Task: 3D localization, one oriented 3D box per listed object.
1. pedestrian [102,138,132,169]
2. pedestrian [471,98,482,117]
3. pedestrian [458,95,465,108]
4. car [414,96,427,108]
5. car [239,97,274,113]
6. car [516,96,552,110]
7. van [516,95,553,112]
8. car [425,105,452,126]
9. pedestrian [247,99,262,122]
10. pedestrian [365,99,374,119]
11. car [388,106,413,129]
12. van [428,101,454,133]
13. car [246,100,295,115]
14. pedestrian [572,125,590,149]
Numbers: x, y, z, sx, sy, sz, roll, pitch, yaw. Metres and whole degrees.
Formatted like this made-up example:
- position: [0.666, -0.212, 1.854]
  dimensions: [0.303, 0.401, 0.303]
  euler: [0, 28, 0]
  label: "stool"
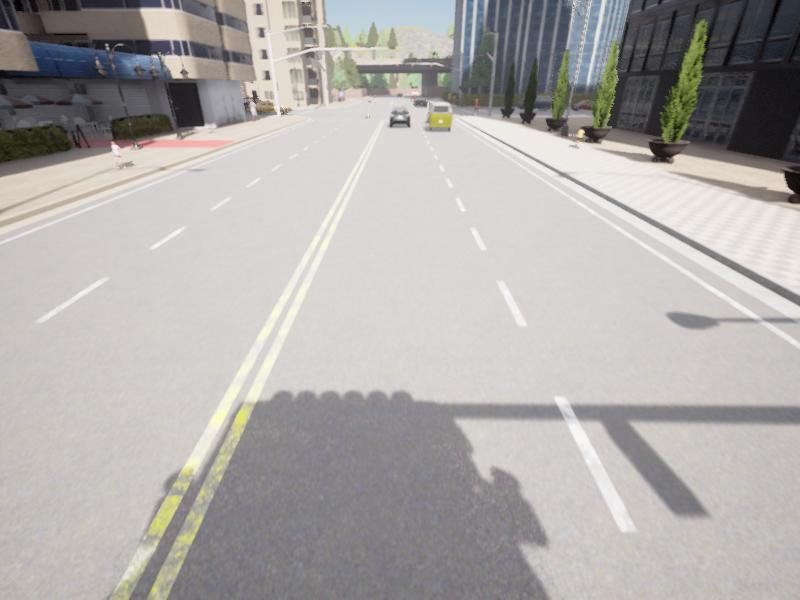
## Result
- position: [-11.032, -5.712, 15.621]
  dimensions: [0.500, 1.100, 0.500]
  euler: [0, 28, 1]
  label: "pedestrian"
- position: [8.257, -20.824, 43.219]
  dimensions: [0.751, 1.860, 0.751]
  euler: [-3, 28, -6]
  label: "pedestrian"
- position: [9.864, -31.818, 64.227]
  dimensions: [0.751, 1.860, 0.751]
  euler: [-6, 29, -11]
  label: "pedestrian"
- position: [3.547, -34.059, 68.740]
  dimensions: [1.930, 1.638, 5.238]
  euler: [0, 28, 0]
  label: "car"
- position: [-19.057, -25.969, 53.284]
  dimensions: [3.866, 1.878, 1.905]
  euler: [-1, 28, 0]
  label: "car"
- position: [19.977, -29.453, 59.800]
  dimensions: [4.605, 1.855, 1.932]
  euler: [0, 28, 0]
  label: "car"
- position: [18.991, -27.854, 56.674]
  dimensions: [4.442, 1.987, 1.775]
  euler: [0, 28, 0]
  label: "van"
- position: [3.511, -17.275, 37.281]
  dimensions: [2.007, 1.525, 4.514]
  euler: [0, 28, 0]
  label: "car"
- position: [-13.703, -17.831, 37.619]
  dimensions: [0.751, 1.860, 0.751]
  euler: [5, 28, 9]
  label: "pedestrian"
- position: [-3.246, -20.413, 42.787]
  dimensions: [0.751, 1.860, 0.751]
  euler: [-7, 29, -13]
  label: "pedestrian"
- position: [0.009, -15.877, 34.655]
  dimensions: [2.007, 1.525, 4.514]
  euler: [0, 28, 0]
  label: "car"
- position: [3.188, -14.569, 31.700]
  dimensions: [1.775, 1.987, 4.442]
  euler: [2, 28, 3]
  label: "van"
- position: [-16.108, -24.104, 50.096]
  dimensions: [5.366, 1.575, 1.801]
  euler: [2, 28, 4]
  label: "car"
- position: [9.376, -8.433, 20.712]
  dimensions: [0.500, 1.100, 0.500]
  euler: [0, 28, -1]
  label: "pedestrian"
